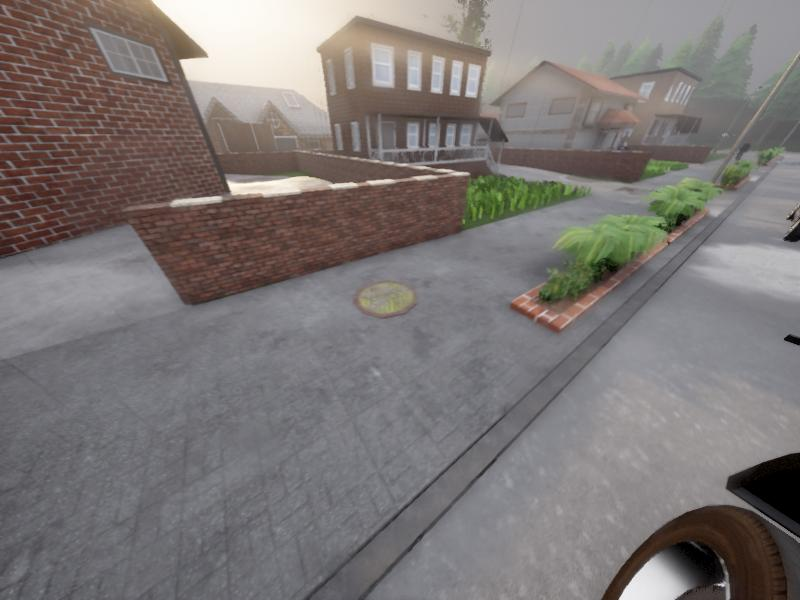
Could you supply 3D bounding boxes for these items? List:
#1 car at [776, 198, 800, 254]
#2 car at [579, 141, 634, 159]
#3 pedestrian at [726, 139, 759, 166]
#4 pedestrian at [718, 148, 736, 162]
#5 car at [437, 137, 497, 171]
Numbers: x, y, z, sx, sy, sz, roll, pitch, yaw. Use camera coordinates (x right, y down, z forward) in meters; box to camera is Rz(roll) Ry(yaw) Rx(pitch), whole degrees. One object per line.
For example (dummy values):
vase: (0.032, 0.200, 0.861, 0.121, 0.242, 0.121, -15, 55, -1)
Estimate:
car: (11.789, -2.315, 5.689, 5.238, 1.638, 1.930, -22, 41, -28)
car: (21.679, -15.915, 24.397, 1.845, 1.501, 3.633, -22, 41, -28)
pedestrian: (29.324, -12.638, 19.794, 0.751, 1.860, 0.751, -25, 42, -30)
pedestrian: (31.897, -14.102, 22.513, 0.500, 1.100, 0.500, -22, 41, -28)
car: (4.860, -10.798, 16.976, 3.866, 1.878, 1.905, -22, 41, -28)
